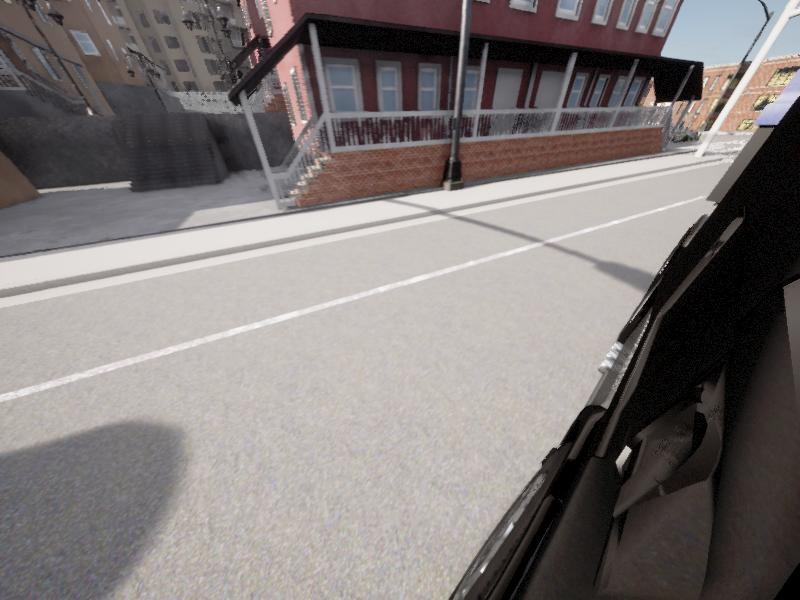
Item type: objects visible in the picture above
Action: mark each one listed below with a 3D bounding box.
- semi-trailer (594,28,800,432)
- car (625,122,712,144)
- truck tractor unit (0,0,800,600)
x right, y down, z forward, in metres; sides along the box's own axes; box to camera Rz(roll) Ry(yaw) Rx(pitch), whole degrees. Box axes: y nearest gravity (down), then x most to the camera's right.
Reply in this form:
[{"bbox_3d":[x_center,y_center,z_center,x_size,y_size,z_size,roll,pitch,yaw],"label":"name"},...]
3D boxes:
[{"bbox_3d":[8.882,-3.474,4.035,14.254,4.402,2.717,-26,43,-28],"label":"semi-trailer"},{"bbox_3d":[25.789,-16.266,22.474,2.038,1.542,4.974,-18,40,-19],"label":"car"},{"bbox_3d":[2.645,-0.295,0.351,6.516,4.208,3.053,-28,44,-30],"label":"truck tractor unit"}]
